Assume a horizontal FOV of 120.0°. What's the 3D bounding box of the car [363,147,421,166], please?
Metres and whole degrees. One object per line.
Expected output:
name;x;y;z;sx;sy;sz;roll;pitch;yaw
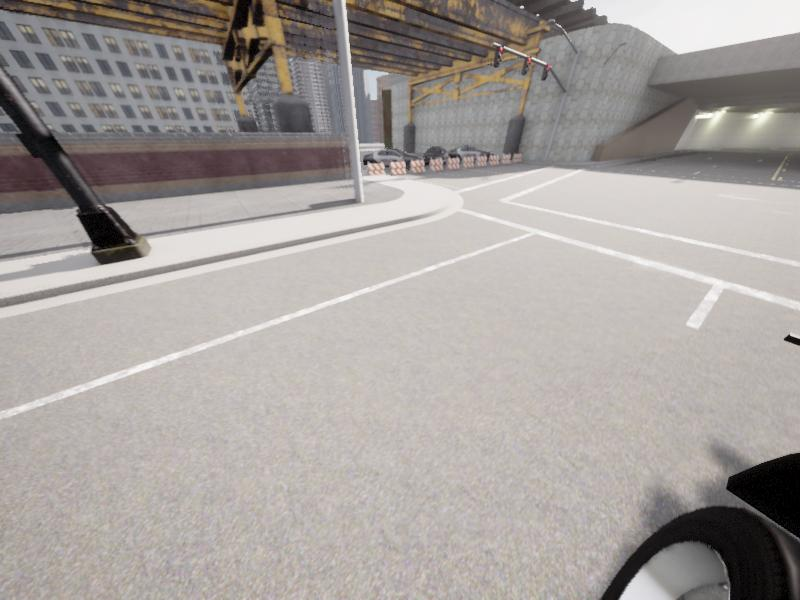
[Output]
car;-0.605;-12.012;19.326;4.536;1.218;1.853;5;36;8

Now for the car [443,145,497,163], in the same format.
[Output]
car;7.276;-15.505;24.479;4.974;1.542;2.038;-3;35;-4

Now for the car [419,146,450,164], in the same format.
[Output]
car;3.280;-13.541;21.457;1.853;1.218;4.536;11;37;16

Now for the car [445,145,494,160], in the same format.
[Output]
car;7.223;-15.631;24.384;4.536;1.218;1.853;-3;35;-4

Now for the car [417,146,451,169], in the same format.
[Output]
car;3.264;-13.384;21.507;2.038;1.542;4.974;11;37;16

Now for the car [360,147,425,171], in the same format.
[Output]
car;-0.553;-11.879;19.409;4.974;1.542;2.038;5;36;8
